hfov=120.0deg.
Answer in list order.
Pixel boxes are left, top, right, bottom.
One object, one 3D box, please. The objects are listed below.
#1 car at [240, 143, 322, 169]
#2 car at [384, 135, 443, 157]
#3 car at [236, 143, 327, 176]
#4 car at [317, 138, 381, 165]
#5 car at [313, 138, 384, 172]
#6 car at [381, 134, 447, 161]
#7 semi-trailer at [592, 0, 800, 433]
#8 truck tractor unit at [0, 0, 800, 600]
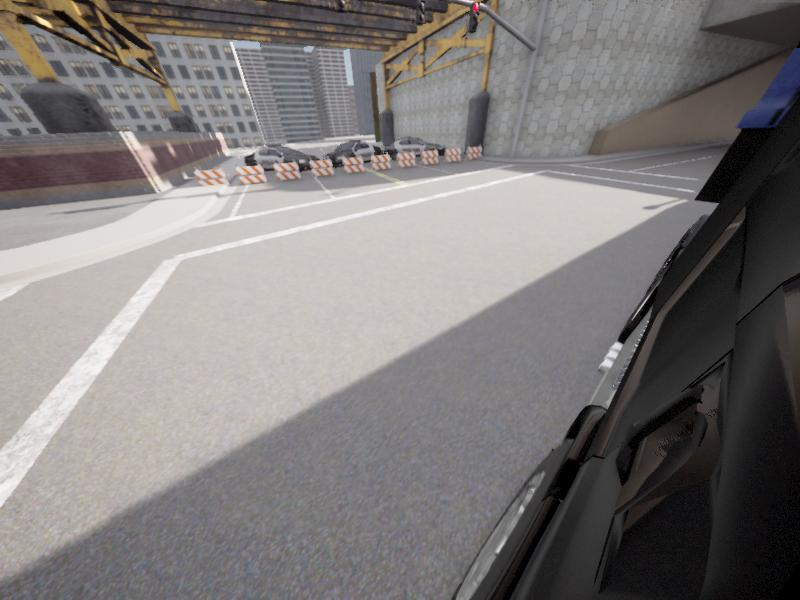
[{"bbox_3d":[-7.713,-9.372,15.053,4.536,1.218,1.853,11,39,17],"label":"car"},{"bbox_3d":[1.103,-12.457,18.620,4.536,1.218,1.853,1,37,5],"label":"car"},{"bbox_3d":[-7.658,-9.237,15.132,4.974,1.542,2.038,11,39,17],"label":"car"},{"bbox_3d":[-3.421,-10.627,16.459,1.853,1.218,4.536,18,41,25],"label":"car"},{"bbox_3d":[-3.441,-10.473,16.518,2.038,1.542,4.974,18,41,25],"label":"car"},{"bbox_3d":[1.161,-12.330,18.709,4.974,1.542,2.038,1,37,5],"label":"car"},{"bbox_3d":[9.070,-3.320,3.825,14.254,4.402,2.717,-24,41,-25],"label":"semi-trailer"},{"bbox_3d":[2.645,-0.295,0.351,6.516,4.208,3.053,-28,44,-30],"label":"truck tractor unit"}]
